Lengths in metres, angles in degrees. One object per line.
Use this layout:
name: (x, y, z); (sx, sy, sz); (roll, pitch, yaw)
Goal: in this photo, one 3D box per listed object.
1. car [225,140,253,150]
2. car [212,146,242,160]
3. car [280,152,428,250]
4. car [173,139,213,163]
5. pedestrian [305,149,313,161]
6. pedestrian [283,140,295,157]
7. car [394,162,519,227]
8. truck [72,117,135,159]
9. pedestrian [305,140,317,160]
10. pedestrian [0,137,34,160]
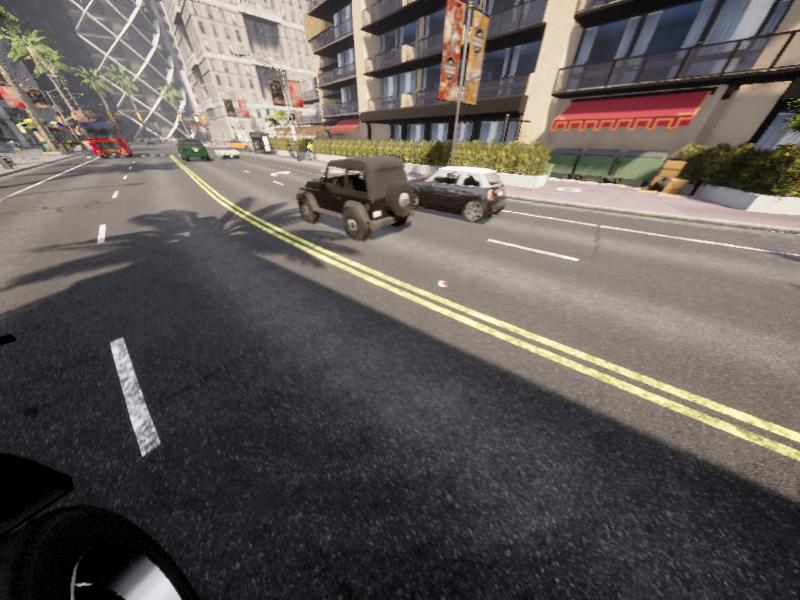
car: (-34.381, -33.155, 49.351); (4.553, 1.767, 2.097); (-20, 40, -27)
car: (-21.826, -18.574, 29.097); (1.895, 1.301, 4.718); (-27, 43, -33)
car: (-1.379, -3.147, 6.794); (3.866, 1.878, 1.905); (26, 43, 32)
car: (-23.118, -16.704, 25.743); (2.150, 2.045, 5.566); (-28, 44, -34)
pedestrian: (-9.896, -15.766, 25.118); (0.500, 1.100, 0.500); (-27, 43, -33)
pedestrian: (-14.362, -19.660, 29.963); (0.751, 1.860, 0.751); (-28, 44, -35)
car: (1.872, -4.030, 8.469); (3.806, 1.475, 1.970); (25, 42, 31)
truck: (-36.588, -20.186, 28.978); (2.891, 3.827, 8.468); (-27, 43, -33)
pedestrian: (-10.016, -16.886, 26.056); (0.751, 1.860, 0.751); (-26, 43, -33)
pedestrian: (-38.303, -15.146, 23.139); (0.751, 1.860, 0.751); (-21, 40, -28)
